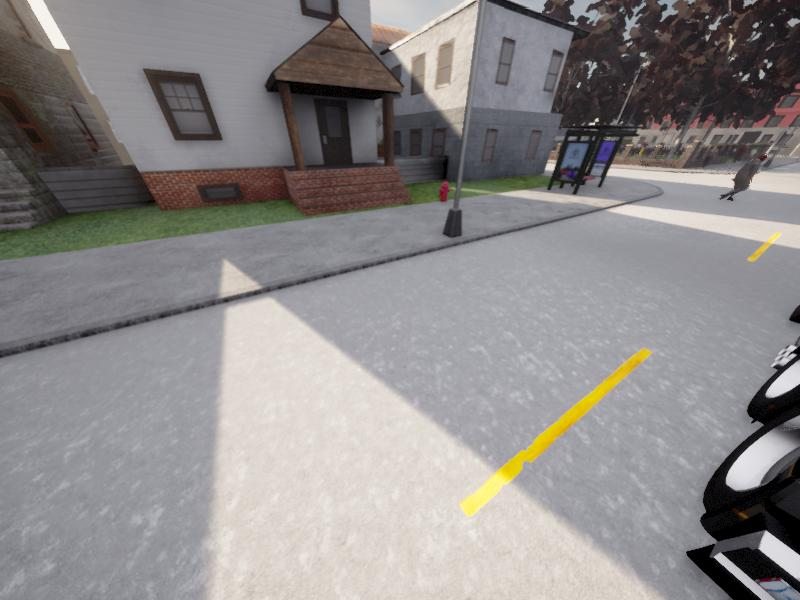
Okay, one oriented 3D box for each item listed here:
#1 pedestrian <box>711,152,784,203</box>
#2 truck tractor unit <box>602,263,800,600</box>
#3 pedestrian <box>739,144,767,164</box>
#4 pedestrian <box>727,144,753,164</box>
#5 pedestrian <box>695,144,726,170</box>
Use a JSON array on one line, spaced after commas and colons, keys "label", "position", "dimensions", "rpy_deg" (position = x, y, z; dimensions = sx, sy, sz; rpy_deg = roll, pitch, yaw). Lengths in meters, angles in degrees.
[{"label": "pedestrian", "position": [15.014, -5.342, 10.073], "dimensions": [0.751, 1.860, 0.751], "rpy_deg": [17, 38, 23]}, {"label": "truck tractor unit", "position": [5.109, -0.301, 0.787], "dimensions": [6.516, 4.208, 3.053], "rpy_deg": [-18, 39, -24]}, {"label": "pedestrian", "position": [39.090, -16.225, 25.632], "dimensions": [0.751, 1.860, 0.751], "rpy_deg": [-14, 37, -19]}, {"label": "pedestrian", "position": [37.630, -16.206, 25.598], "dimensions": [0.751, 1.860, 0.751], "rpy_deg": [-18, 39, -24]}, {"label": "pedestrian", "position": [27.665, -12.760, 20.601], "dimensions": [0.751, 1.860, 0.751], "rpy_deg": [-20, 39, -26]}]
